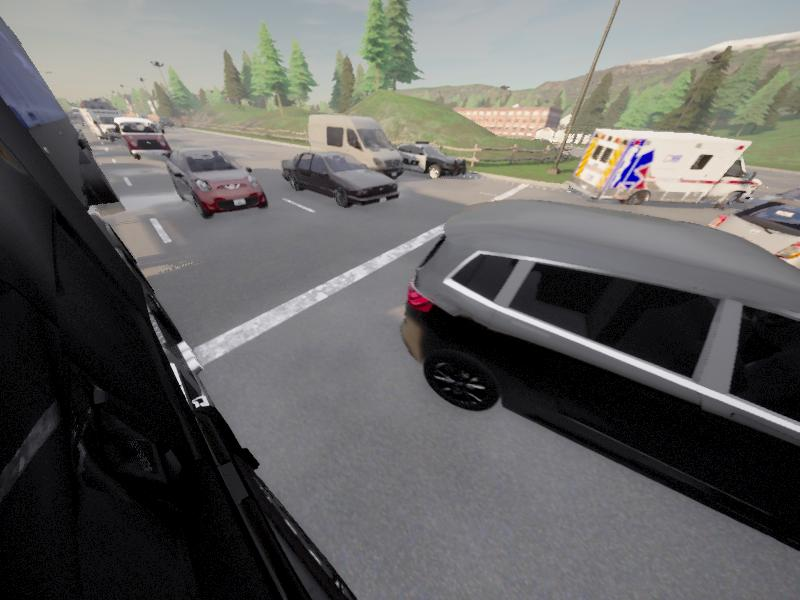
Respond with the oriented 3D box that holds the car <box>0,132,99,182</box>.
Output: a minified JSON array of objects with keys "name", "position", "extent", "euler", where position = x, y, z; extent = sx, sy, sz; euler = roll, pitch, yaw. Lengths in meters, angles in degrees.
[{"name":"car","position":[-15.204,-6.358,10.084],"extent":[4.181,1.385,1.994],"euler":[30,44,32]}]

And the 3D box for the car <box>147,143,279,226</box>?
[{"name":"car","position":[-5.555,-3.629,6.875],"extent":[3.633,1.501,1.845],"euler":[31,45,32]}]

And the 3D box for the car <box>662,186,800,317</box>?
[{"name":"car","position":[7.559,-0.707,3.808],"extent":[3.633,1.501,1.845],"euler":[9,37,8]}]

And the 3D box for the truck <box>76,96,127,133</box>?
[{"name":"truck","position":[-44.349,-27.452,34.342],"extent":[8.468,3.827,2.891],"euler":[31,45,32]}]

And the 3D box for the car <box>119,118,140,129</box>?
[{"name":"car","position":[-52.017,-33.898,44.395],"extent":[3.633,1.501,1.845],"euler":[31,45,32]}]

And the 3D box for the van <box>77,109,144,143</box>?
[{"name":"van","position":[-28.376,-17.081,22.660],"extent":[6.366,2.431,2.351],"euler":[25,42,27]}]

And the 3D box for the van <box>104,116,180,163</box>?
[{"name":"van","position":[-15.824,-9.894,14.176],"extent":[4.480,2.038,2.069],"euler":[30,45,32]}]

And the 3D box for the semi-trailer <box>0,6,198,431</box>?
[{"name":"semi-trailer","position":[-8.525,-3.720,4.389],"extent":[14.254,4.402,2.717],"euler":[30,45,32]}]

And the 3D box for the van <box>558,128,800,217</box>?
[{"name":"van","position":[10.753,-5.193,9.364],"extent":[6.366,2.431,2.351],"euler":[3,42,1]}]

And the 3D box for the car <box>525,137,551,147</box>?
[{"name":"car","position":[30.985,-35.607,52.076],"extent":[1.837,1.490,4.892],"euler":[-13,40,-22]}]

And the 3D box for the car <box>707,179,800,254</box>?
[{"name":"car","position":[12.612,-2.567,6.742],"extent":[5.357,1.411,2.033],"euler":[-8,38,-13]}]

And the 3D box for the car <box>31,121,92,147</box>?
[{"name":"car","position":[-27.148,-13.479,18.709],"extent":[4.792,1.488,2.163],"euler":[31,45,32]}]

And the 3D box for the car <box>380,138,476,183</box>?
[{"name":"car","position":[1.363,-8.188,13.334],"extent":[5.238,1.638,1.930],"euler":[31,45,32]}]

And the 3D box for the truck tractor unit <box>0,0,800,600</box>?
[{"name":"truck tractor unit","position":[-2.645,-0.295,0.352],"extent":[6.516,4.208,3.053],"euler":[28,44,30]}]

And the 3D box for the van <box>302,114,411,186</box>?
[{"name":"van","position":[-2.392,-7.902,11.958],"extent":[5.915,2.561,1.988],"euler":[31,45,32]}]

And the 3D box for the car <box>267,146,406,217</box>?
[{"name":"car","position":[-2.492,-4.644,8.546],"extent":[5.357,1.411,2.033],"euler":[30,45,31]}]

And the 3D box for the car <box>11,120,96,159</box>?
[{"name":"car","position":[-21.290,-10.084,14.424],"extent":[5.027,1.651,2.152],"euler":[31,45,32]}]

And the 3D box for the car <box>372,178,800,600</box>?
[{"name":"car","position":[2.322,0.322,1.977],"extent":[4.611,1.667,2.242],"euler":[21,41,23]}]

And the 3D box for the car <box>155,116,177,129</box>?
[{"name":"car","position":[-54.309,-41.196,53.582],"extent":[5.566,2.045,2.150],"euler":[31,45,32]}]
